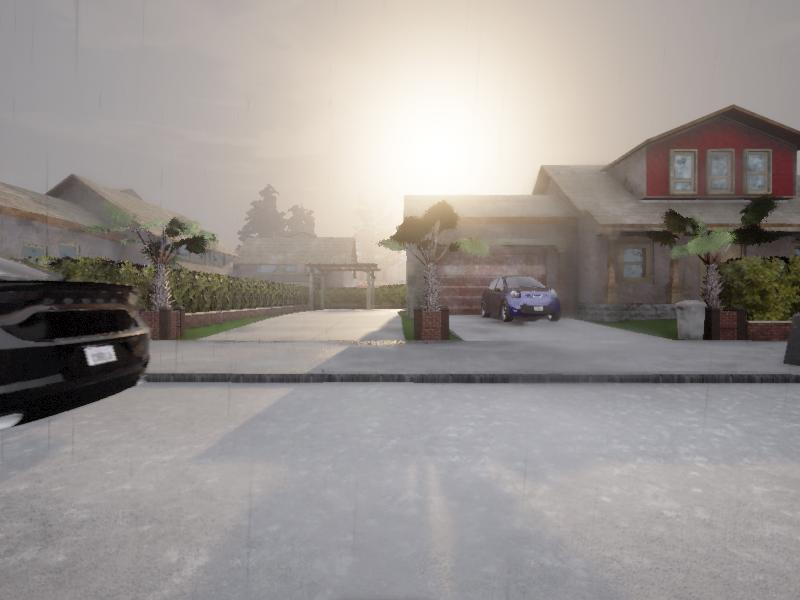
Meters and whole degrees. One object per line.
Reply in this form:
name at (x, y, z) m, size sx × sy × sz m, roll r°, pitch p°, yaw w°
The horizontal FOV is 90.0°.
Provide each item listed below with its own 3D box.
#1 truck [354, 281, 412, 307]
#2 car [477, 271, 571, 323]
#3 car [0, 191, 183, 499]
truck at (-2.477, -0.921, 60.272) m, size 8.468 × 3.827 × 2.891 m, roll 0°, pitch 0°, yaw 0°
car at (3.891, -0.082, 13.247) m, size 1.845 × 1.501 × 3.633 m, roll 0°, pitch 0°, yaw -3°
car at (-4.494, 0.223, 2.728) m, size 5.008 × 1.535 × 1.882 m, roll 0°, pitch 0°, yaw 0°
